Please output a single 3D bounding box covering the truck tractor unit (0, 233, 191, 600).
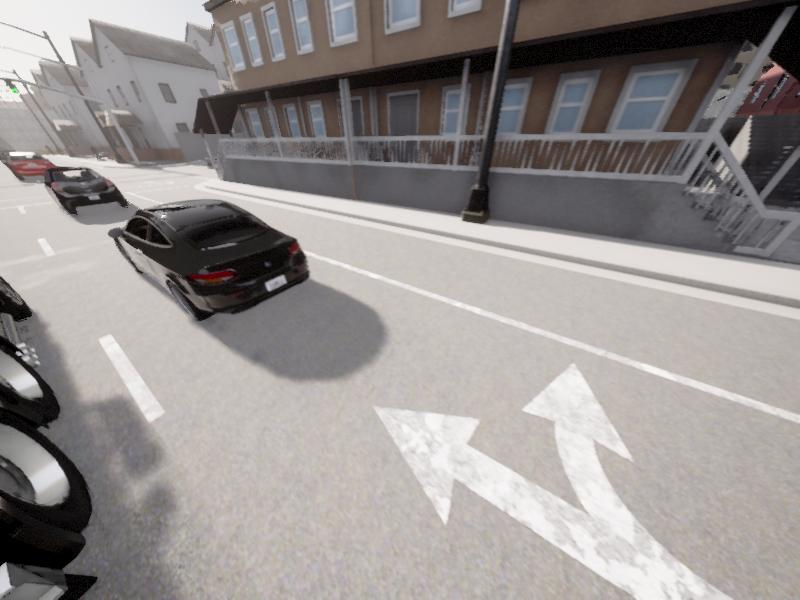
[{"bbox_3d":[-5.057,-0.351,0.854,6.516,4.208,3.053,20,40,27],"label":"truck tractor unit"}]

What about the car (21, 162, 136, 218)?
[{"bbox_3d":[-13.086,-4.618,9.435,3.633,1.501,1.845,20,40,27],"label":"car"}]

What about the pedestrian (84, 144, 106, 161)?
[{"bbox_3d":[-40.305,-19.548,30.569,0.751,1.860,0.751,9,36,13],"label":"pedestrian"}]

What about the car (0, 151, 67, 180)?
[{"bbox_3d":[-28.708,-10.517,17.937,4.611,1.667,2.242,20,39,27],"label":"car"}]

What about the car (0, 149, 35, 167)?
[{"bbox_3d":[-45.328,-16.676,27.052,4.514,1.525,2.007,21,40,27],"label":"car"}]

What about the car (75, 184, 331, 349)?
[{"bbox_3d":[-3.749,-1.097,4.369,4.674,1.442,1.812,20,40,27],"label":"car"}]
